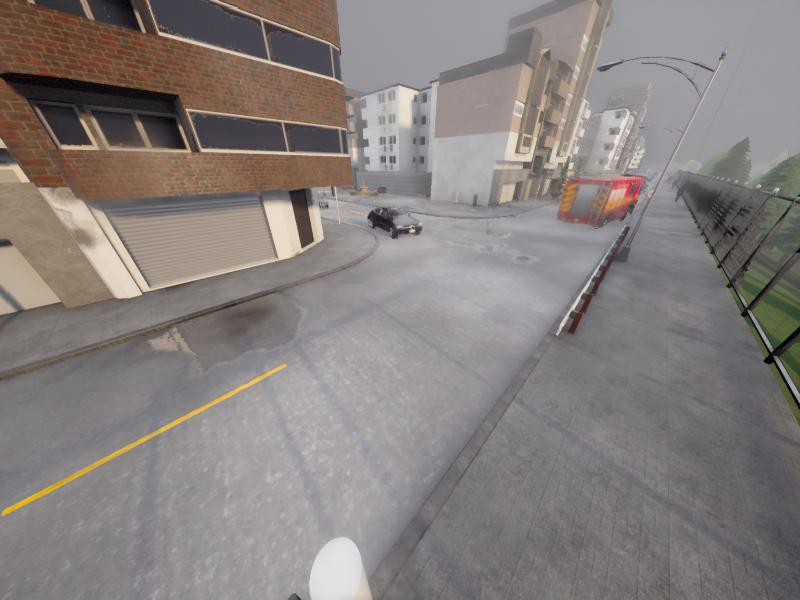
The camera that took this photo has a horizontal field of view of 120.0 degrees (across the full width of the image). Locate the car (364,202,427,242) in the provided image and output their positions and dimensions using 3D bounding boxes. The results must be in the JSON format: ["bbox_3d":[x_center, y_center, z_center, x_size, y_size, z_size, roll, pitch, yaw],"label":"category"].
[{"bbox_3d":[-0.514,-5.737,16.530,2.152,1.651,5.027,-17,34,-27],"label":"car"}]

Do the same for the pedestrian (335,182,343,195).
[{"bbox_3d":[-9.926,-18.314,37.817,0.751,1.860,0.751,26,39,37],"label":"pedestrian"}]

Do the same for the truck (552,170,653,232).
[{"bbox_3d":[16.652,-8.396,18.931,8.468,3.827,2.891,-20,36,-31],"label":"truck"}]

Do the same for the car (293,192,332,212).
[{"bbox_3d":[-9.717,-10.933,25.657,4.892,1.490,1.837,26,39,38],"label":"car"}]

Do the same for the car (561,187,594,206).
[{"bbox_3d":[22.786,-13.386,29.605,4.553,1.767,2.097,-27,39,-38],"label":"car"}]

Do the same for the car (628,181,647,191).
[{"bbox_3d":[47.351,-22.766,46.015,4.856,1.649,2.033,-26,39,-38],"label":"car"}]
